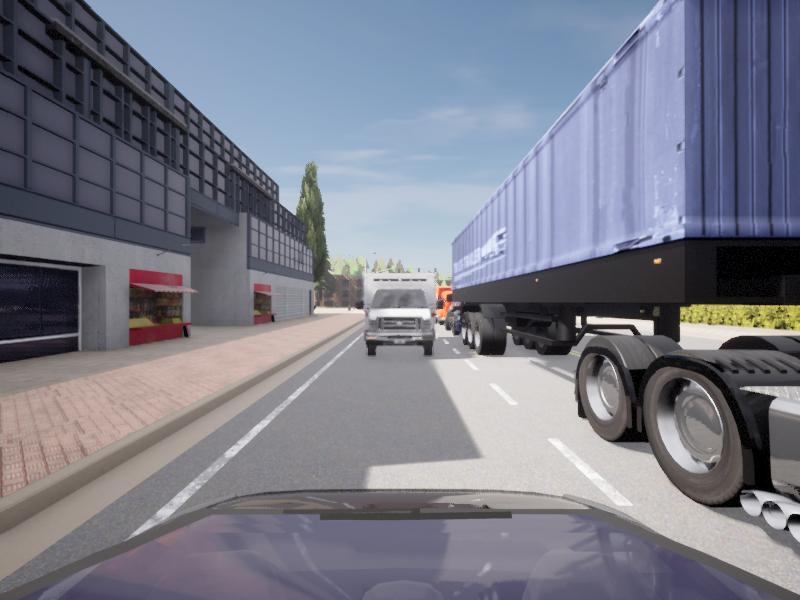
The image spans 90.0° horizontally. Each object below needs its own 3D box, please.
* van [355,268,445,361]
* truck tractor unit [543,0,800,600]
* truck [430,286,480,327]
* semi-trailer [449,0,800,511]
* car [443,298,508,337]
[{"bbox_3d":[-0.005,0.378,13.670,2.351,2.431,6.366,0,0,0],"label":"van"},{"bbox_3d":[3.499,-0.514,2.245,3.053,4.208,6.516,0,0,0],"label":"truck tractor unit"},{"bbox_3d":[3.499,0.334,26.684,2.627,2.467,5.204,0,2,0],"label":"truck"},{"bbox_3d":[3.492,-0.617,10.158,2.717,4.402,14.254,0,0,0],"label":"semi-trailer"},{"bbox_3d":[3.484,0.763,19.435,2.242,1.667,4.611,0,0,0],"label":"car"}]
